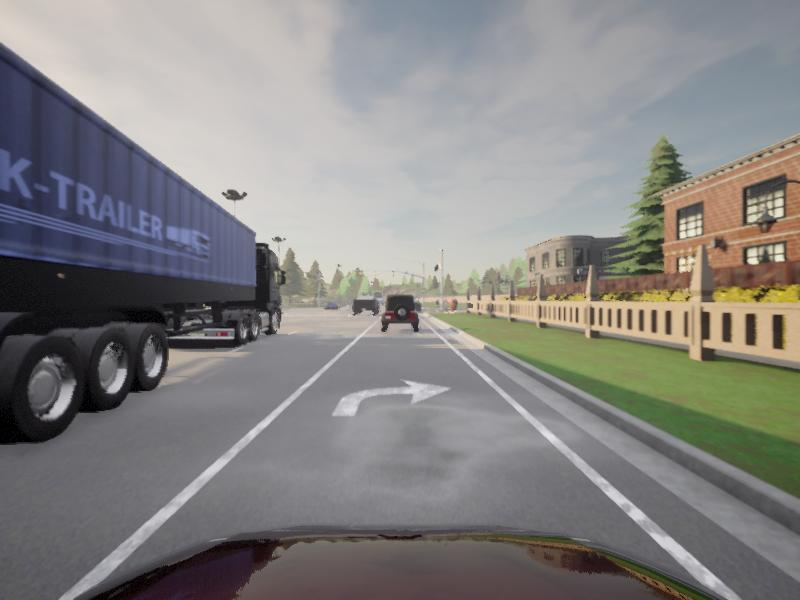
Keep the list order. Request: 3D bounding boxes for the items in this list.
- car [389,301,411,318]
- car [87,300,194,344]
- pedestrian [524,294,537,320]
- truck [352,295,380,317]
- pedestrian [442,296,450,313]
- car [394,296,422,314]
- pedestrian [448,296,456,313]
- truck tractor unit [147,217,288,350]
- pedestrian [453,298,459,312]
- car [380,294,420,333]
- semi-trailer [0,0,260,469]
[{"bbox_3d":[0.005,0.870,38.490,1.970,1.475,3.806,0,0,0],"label":"car"},{"bbox_3d":[-10.494,0.795,16.582,1.851,1.617,3.988,0,0,0],"label":"car"},{"bbox_3d":[9.544,0.497,29.242,0.751,1.860,0.751,0,0,0],"label":"pedestrian"},{"bbox_3d":[-3.530,0.561,42.397,2.390,2.098,6.274,0,0,1],"label":"truck"},{"bbox_3d":[5.262,0.504,45.946,0.751,1.860,0.751,0,0,-11],"label":"pedestrian"},{"bbox_3d":[1.100,0.589,50.286,2.150,2.045,5.566,0,0,17],"label":"car"},{"bbox_3d":[5.978,0.504,45.924,0.751,1.860,0.751,0,0,21],"label":"pedestrian"},{"bbox_3d":[-6.718,-0.517,16.023,3.053,4.208,6.516,0,0,-4],"label":"truck tractor unit"},{"bbox_3d":[7.521,0.660,53.962,0.751,1.860,0.751,0,0,2],"label":"pedestrian"},{"bbox_3d":[0.003,0.655,21.302,1.905,1.878,3.866,0,0,0],"label":"car"},{"bbox_3d":[-5.751,-0.616,8.170,2.717,4.402,14.254,0,0,-8],"label":"semi-trailer"}]
